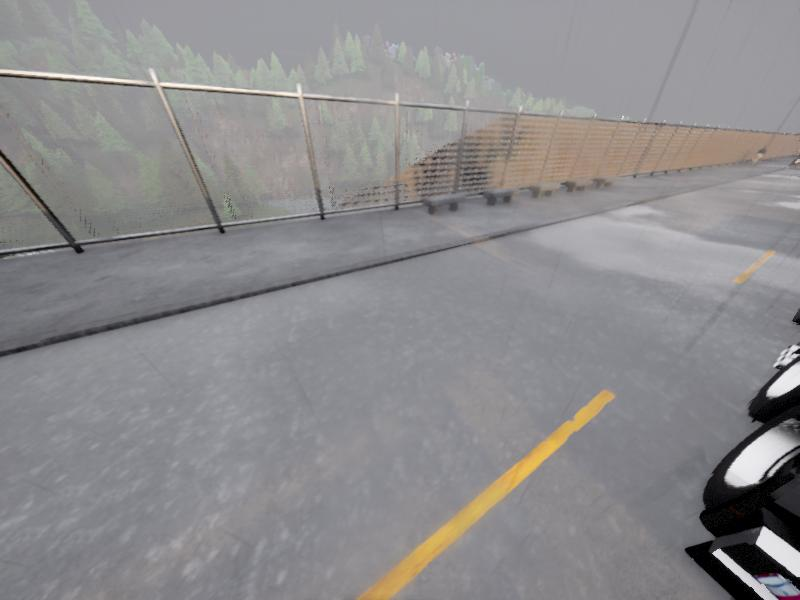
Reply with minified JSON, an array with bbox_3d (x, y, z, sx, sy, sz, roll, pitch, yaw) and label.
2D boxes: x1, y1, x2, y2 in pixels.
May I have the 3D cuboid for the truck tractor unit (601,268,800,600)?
[{"bbox_3d":[5.120,-0.290,0.774,6.516,4.208,3.053,-18,39,-24],"label":"truck tractor unit"}]
